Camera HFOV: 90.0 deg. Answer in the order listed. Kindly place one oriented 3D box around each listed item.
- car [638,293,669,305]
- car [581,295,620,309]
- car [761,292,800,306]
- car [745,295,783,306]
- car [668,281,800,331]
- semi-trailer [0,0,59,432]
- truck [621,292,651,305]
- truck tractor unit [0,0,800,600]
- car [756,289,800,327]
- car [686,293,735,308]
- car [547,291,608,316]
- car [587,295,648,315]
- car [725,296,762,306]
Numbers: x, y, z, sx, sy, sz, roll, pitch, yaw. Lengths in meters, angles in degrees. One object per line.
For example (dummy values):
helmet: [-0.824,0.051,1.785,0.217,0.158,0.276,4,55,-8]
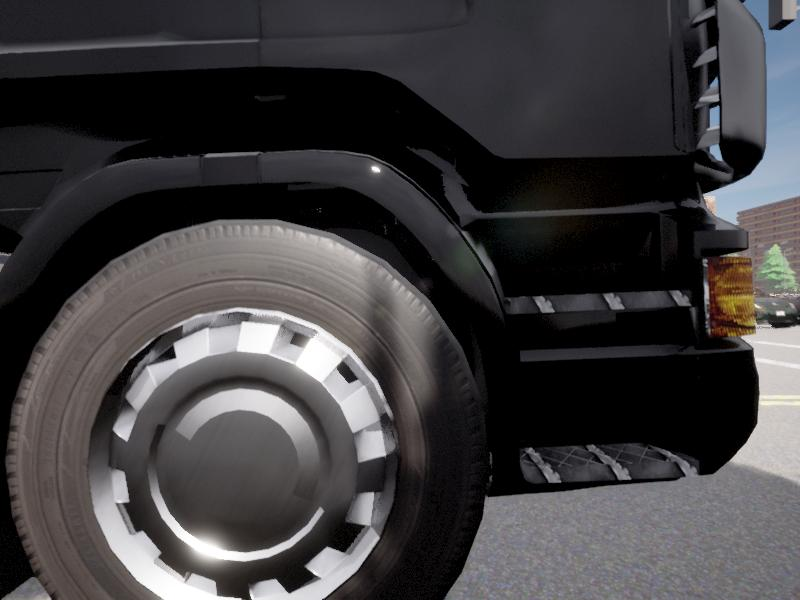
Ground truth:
car: [39.656,-0.103,62.608,1.932,1.855,4.605,0,0,0]
car: [22.660,0.223,45.509,1.882,1.535,5.008,0,0,0]
car: [53.744,-0.104,56.194,1.932,1.855,4.605,0,0,0]
car: [51.061,0.107,56.146,1.784,1.438,3.905,0,0,0]
car: [12.269,0.188,14.911,1.851,1.617,3.988,0,0,-1]
semi-trailer: [-10.156,-1.217,2.193,14.254,4.402,2.717,0,0,0]
truck: [36.761,-0.198,62.541,2.069,2.038,4.478,0,0,0]
truck tractor unit: [-2.240,-1.107,2.199,6.516,4.208,3.053,0,0,0]
car: [16.124,0.295,14.099,2.033,1.411,5.357,0,0,-6]
car: [36.762,0.067,47.496,2.242,1.667,4.611,0,0,0]
car: [12.204,0.230,27.961,2.038,1.542,4.974,0,0,0]
car: [15.702,0.343,29.245,1.895,1.301,4.718,0,0,0]
car: [48.166,0.139,56.150,1.970,1.475,3.806,0,0,0]
